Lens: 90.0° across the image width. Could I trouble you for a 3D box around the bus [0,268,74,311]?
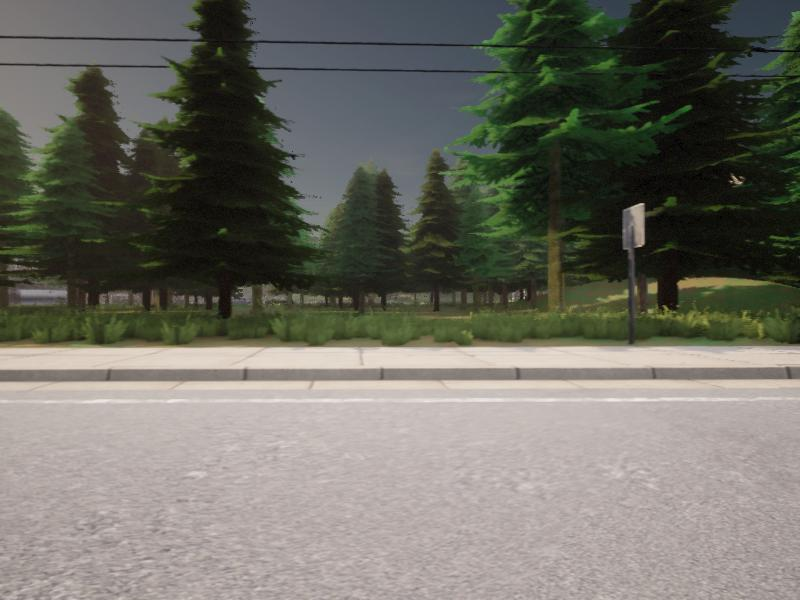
[{"bbox_3d":[-41.453,-1.015,43.355,3.944,4.253,10.273,0,0,-1],"label":"bus"}]
